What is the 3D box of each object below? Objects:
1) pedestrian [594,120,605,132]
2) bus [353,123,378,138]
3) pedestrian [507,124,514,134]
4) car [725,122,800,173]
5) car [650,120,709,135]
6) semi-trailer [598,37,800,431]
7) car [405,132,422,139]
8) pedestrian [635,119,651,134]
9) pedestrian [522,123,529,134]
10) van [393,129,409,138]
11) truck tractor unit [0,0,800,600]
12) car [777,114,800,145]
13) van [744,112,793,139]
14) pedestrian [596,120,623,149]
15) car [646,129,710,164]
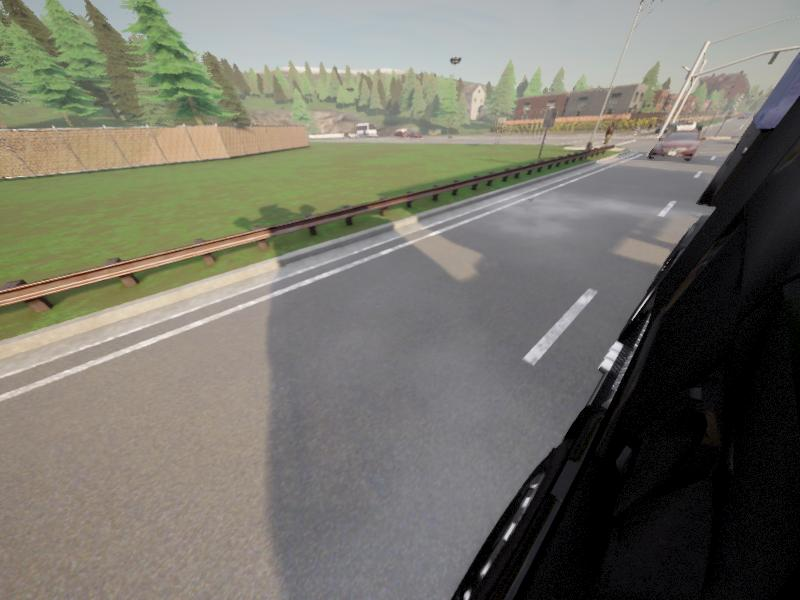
[{"bbox_3d":[38.514,-33.593,44.594,0.751,1.860,0.751,-28,43,-30],"label":"pedestrian"},{"bbox_3d":[-12.782,-61.751,84.314,3.944,4.253,10.273,-25,42,-27],"label":"bus"},{"bbox_3d":[26.815,-41.549,56.114,0.751,1.860,0.751,-32,45,-33],"label":"pedestrian"},{"bbox_3d":[18.542,-7.665,11.427,5.027,1.651,2.152,-28,43,-30],"label":"car"},{"bbox_3d":[40.250,-24.961,33.401,4.974,1.542,2.038,3,37,7],"label":"car"},{"bbox_3d":[8.696,-3.597,4.243,14.254,4.402,2.717,-28,43,-30],"label":"semi-trailer"},{"bbox_3d":[3.414,-42.617,59.827,1.994,1.385,4.181,-27,43,-29],"label":"car"},{"bbox_3d":[38.257,-27.289,36.359,0.751,1.860,0.751,-17,39,-19],"label":"pedestrian"},{"bbox_3d":[29.288,-39.917,53.746,0.751,1.860,0.751,-28,43,-30],"label":"pedestrian"},{"bbox_3d":[0.254,-48.366,67.233,2.069,2.038,4.480,-27,43,-29],"label":"van"},{"bbox_3d":[2.645,-0.295,0.351,6.516,4.208,3.053,-28,44,-30],"label":"truck tractor unit"},{"bbox_3d":[31.562,-12.456,16.799,1.905,1.878,3.866,-27,43,-29],"label":"car"},{"bbox_3d":[36.627,-17.410,23.068,4.442,1.987,1.775,-28,43,-30],"label":"van"},{"bbox_3d":[17.225,-13.598,19.026,0.751,1.860,0.751,-5,37,-3],"label":"pedestrian"},{"bbox_3d":[17.073,-9.511,14.168,4.674,1.442,1.812,-31,45,-32],"label":"car"}]
